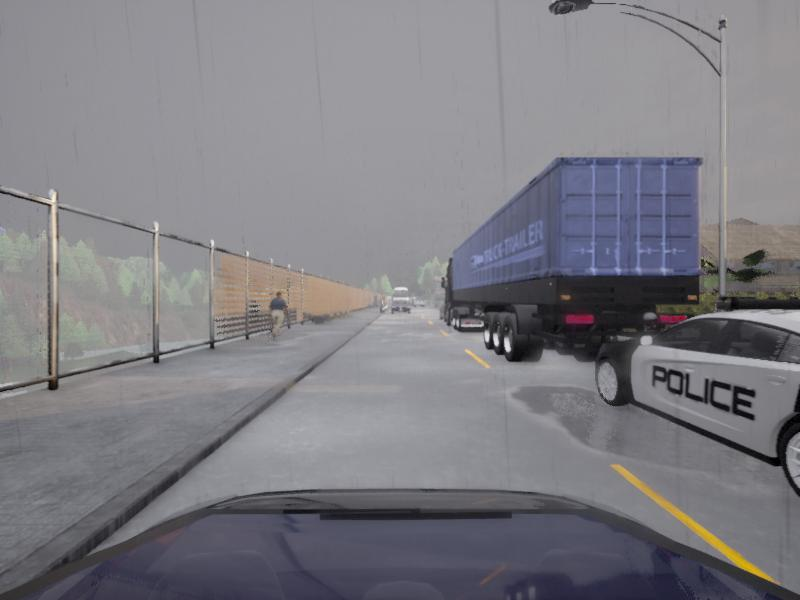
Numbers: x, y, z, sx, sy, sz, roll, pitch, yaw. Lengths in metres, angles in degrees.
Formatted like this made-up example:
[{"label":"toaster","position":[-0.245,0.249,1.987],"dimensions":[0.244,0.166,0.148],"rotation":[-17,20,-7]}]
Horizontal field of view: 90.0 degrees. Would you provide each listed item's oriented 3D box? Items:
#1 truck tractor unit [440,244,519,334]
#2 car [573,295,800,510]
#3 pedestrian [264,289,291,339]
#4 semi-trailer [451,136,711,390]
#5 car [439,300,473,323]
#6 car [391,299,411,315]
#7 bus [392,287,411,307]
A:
[{"label":"truck tractor unit","position":[4.051,-0.533,21.967],"dimensions":[3.053,4.208,6.516],"rotation":[0,0,0]},{"label":"car","position":[4.011,0.782,4.452],"dimensions":[1.930,1.638,5.238],"rotation":[0,0,0]},{"label":"pedestrian","position":[-4.684,0.520,15.302],"dimensions":[0.751,1.860,0.751],"rotation":[0,0,6]},{"label":"semi-trailer","position":[4.037,-0.631,14.055],"dimensions":[2.717,4.402,14.254],"rotation":[0,0,0]},{"label":"car","position":[4.070,0.798,29.752],"dimensions":[1.882,1.535,5.008],"rotation":[0,0,0]},{"label":"car","position":[0.104,0.745,44.183],"dimensions":[2.152,1.651,5.027],"rotation":[0,0,0]},{"label":"bus","position":[0.329,-0.605,89.861],"dimensions":[3.944,4.253,10.273],"rotation":[0,0,0]}]
